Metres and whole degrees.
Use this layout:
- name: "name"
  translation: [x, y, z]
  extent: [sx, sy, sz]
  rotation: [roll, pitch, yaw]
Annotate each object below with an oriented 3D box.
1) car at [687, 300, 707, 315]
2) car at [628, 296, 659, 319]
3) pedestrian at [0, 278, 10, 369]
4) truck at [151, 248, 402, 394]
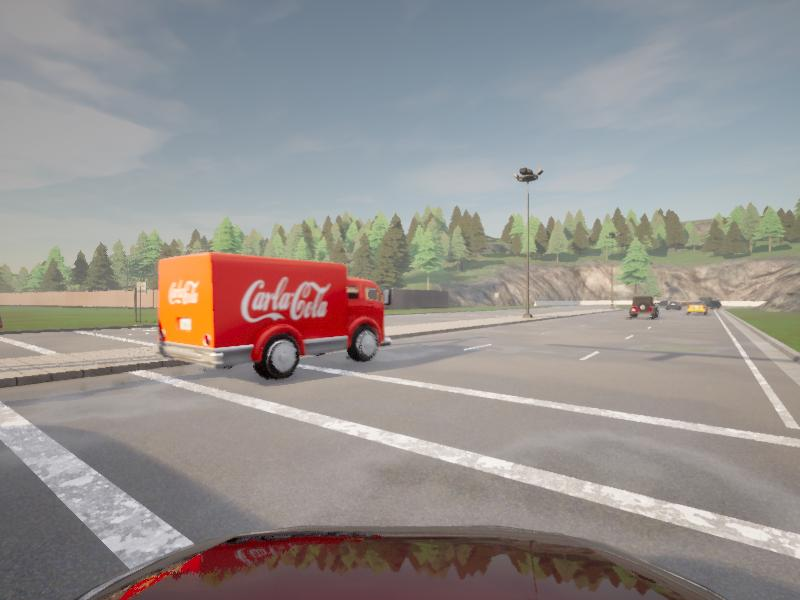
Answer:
- name: "car"
  translation: [33.934, 0.801, 45.667]
  extent: [1.801, 1.575, 5.366]
  rotation: [0, 0, 38]
- name: "car"
  translation: [21.343, 0.646, 34.961]
  extent: [1.905, 1.878, 3.866]
  rotation: [0, 0, 37]
- name: "pedestrian"
  translation: [-8.675, 0.485, 8.338]
  extent: [0.751, 1.860, 0.751]
  rotation: [0, 0, 43]
- name: "truck"
  translation: [-2.570, 0.355, 9.619]
  extent: [2.627, 2.467, 5.204]
  rotation: [0, 0, 38]
